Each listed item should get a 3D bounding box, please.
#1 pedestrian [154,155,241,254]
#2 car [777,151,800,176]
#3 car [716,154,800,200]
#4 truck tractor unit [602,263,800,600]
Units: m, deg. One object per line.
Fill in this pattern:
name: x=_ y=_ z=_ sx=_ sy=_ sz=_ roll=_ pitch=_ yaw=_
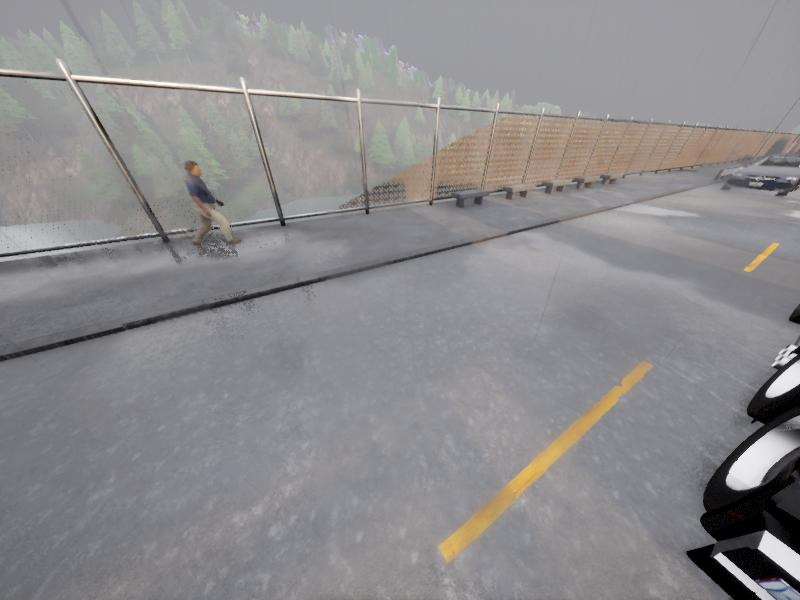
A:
pedestrian: x=-4.323 y=-2.088 z=5.115 sx=0.751 sy=1.860 sz=0.751 roll=-19 pitch=39 yaw=-26
car: x=34.361 y=-11.444 z=19.232 sx=4.856 sy=1.649 sz=2.033 roll=-19 pitch=39 yaw=-24
car: x=19.818 y=-6.687 z=12.315 sx=5.027 sy=1.651 sz=2.152 roll=-18 pitch=39 yaw=-24
truck tractor unit: x=5.108 y=-0.304 z=0.784 sx=6.516 sy=4.208 sz=3.053 roll=-18 pitch=39 yaw=-24
